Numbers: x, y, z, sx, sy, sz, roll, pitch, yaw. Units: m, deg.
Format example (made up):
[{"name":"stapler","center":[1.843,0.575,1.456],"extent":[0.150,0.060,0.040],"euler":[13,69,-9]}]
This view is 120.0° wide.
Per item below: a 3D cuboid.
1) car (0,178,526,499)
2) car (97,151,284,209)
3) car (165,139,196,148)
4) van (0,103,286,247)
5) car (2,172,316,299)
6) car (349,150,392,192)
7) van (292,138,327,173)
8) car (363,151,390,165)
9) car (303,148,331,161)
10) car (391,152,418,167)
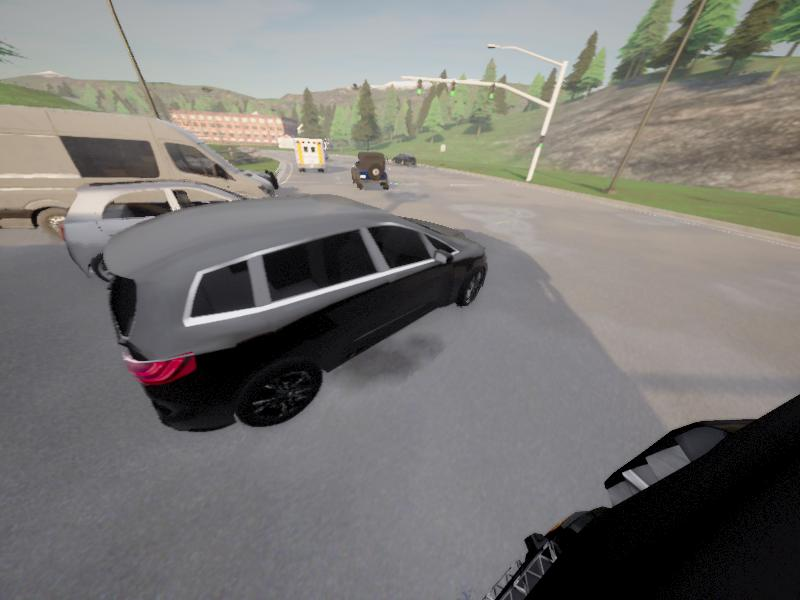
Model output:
[{"name":"car","center":[-0.630,-0.534,3.219],"extent":[4.611,1.667,2.242],"euler":[-25,43,-35]},{"name":"car","center":[-8.094,-5.186,9.704],"extent":[5.238,1.638,1.930],"euler":[-23,42,-33]},{"name":"car","center":[-51.698,-36.907,54.445],"extent":[4.892,1.490,1.837],"euler":[1,33,-2]},{"name":"van","center":[-6.769,-3.409,6.305],"extent":[5.915,2.561,1.988],"euler":[-16,38,-27]},{"name":"car","center":[-3.998,-1.643,4.763],"extent":[3.633,1.501,1.845],"euler":[-23,41,-33]},{"name":"car","center":[-1.920,-8.070,14.309],"extent":[1.905,1.878,3.866],"euler":[-7,35,-14]},{"name":"van","center":[-8.652,-13.796,21.962],"extent":[2.351,2.431,6.366],"euler":[-10,35,-18]},{"name":"car","center":[-3.556,-20.984,34.044],"extent":[2.128,1.511,4.902],"euler":[-14,37,-24]},{"name":"car","center":[-12.860,-22.421,35.613],"extent":[2.033,1.411,5.357],"euler":[-22,41,-33]},{"name":"car","center":[0.589,-20.623,33.830],"extent":[1.837,1.490,4.892],"euler":[-13,37,-24]}]
